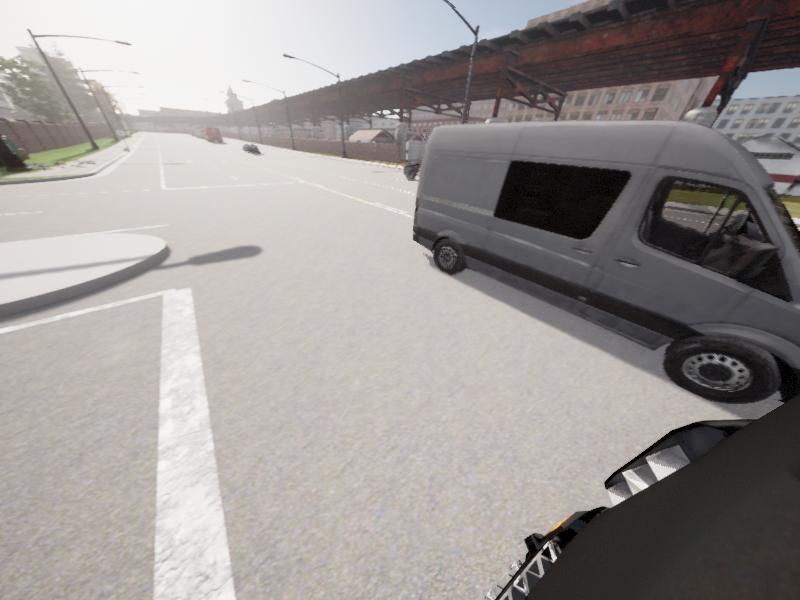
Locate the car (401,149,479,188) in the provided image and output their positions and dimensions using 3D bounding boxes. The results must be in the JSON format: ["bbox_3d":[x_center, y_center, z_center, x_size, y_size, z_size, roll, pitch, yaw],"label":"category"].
[{"bbox_3d":[2.701,-9.993,17.374,2.150,2.045,5.566,-22,41,-33],"label":"car"}]

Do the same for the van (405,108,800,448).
[{"bbox_3d":[2.844,-1.186,3.675,1.988,2.561,5.915,-24,42,-34],"label":"van"}]

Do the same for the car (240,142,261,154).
[{"bbox_3d":[-26.359,-26.823,40.733,1.970,1.475,3.806,-24,43,-34],"label":"car"}]

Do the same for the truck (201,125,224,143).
[{"bbox_3d":[-52.541,-46.524,64.681,2.891,3.827,8.468,-24,43,-34],"label":"truck"}]
